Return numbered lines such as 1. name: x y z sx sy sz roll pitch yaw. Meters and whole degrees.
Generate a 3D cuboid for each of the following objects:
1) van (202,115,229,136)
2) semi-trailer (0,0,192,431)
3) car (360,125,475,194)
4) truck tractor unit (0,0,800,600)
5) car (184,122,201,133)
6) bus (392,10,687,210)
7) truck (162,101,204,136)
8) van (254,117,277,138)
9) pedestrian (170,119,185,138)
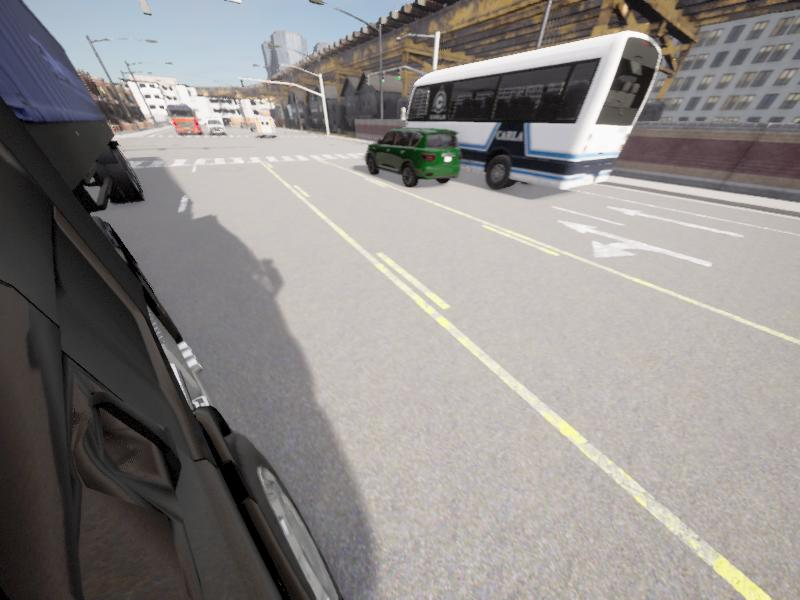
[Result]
1. van: -28.542 -26.968 35.742 2.351 2.431 6.366 -20 42 -26
2. semi-trailer: -8.226 -3.871 4.668 2.717 4.402 14.254 -29 47 -33
3. car: 0.408 -6.744 10.719 2.150 2.045 5.566 -20 43 -26
4. truck tractor unit: -2.645 -0.295 0.351 6.516 4.208 3.053 28 44 30
5. car: -38.170 -31.904 42.596 1.837 1.490 4.892 -21 43 -26
6. bus: 4.012 -7.969 10.643 3.944 4.253 10.273 -20 42 -26
7. truck: -32.962 -27.834 35.554 2.891 3.827 8.468 -20 43 -26
8. van: -20.466 -26.458 35.386 2.351 2.431 6.366 -13 40 -19
9. pedestrian: -28.775 -22.183 29.900 0.751 1.860 0.751 -24 44 -30
